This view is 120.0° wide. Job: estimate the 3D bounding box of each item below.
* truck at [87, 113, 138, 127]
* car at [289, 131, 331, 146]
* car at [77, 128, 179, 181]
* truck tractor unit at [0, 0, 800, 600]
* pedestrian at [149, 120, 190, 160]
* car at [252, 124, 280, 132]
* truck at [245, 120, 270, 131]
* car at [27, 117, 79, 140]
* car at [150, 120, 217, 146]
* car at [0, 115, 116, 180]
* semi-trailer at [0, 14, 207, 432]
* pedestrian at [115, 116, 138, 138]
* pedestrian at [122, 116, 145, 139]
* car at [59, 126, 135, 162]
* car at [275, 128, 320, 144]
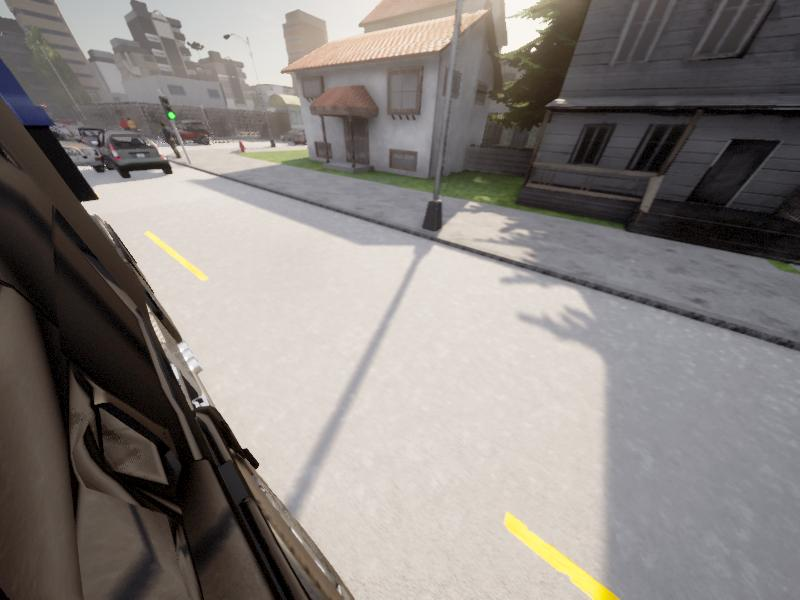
[{"bbox_3d":[-61.098,-38.342,49.332,2.390,2.098,6.274,25,42,27],"label":"truck"},{"bbox_3d":[-10.733,-19.421,27.744,1.994,1.385,4.181,24,42,26],"label":"car"},{"bbox_3d":[-12.349,-6.728,10.527,3.988,1.617,1.851,25,42,27],"label":"car"},{"bbox_3d":[-2.645,-0.295,0.351,6.516,4.208,3.053,28,44,30],"label":"truck tractor unit"},{"bbox_3d":[-13.541,-9.447,13.655,0.751,1.860,0.751,6,37,4],"label":"pedestrian"},{"bbox_3d":[-32.867,-42.303,56.769,2.033,1.415,5.357,25,42,27],"label":"car"},{"bbox_3d":[-35.949,-44.127,58.496,2.069,2.038,4.478,25,42,27],"label":"truck"},{"bbox_3d":[-34.528,-17.082,22.979,4.856,1.649,2.033,25,43,28],"label":"car"},{"bbox_3d":[-20.491,-15.969,22.118,1.905,1.878,3.866,24,42,26],"label":"car"},{"bbox_3d":[-15.270,-6.641,10.003,4.605,1.855,1.932,21,36,20],"label":"car"},{"bbox_3d":[-9.005,-3.373,3.905,14.254,4.402,2.717,25,42,26],"label":"semi-trailer"},{"bbox_3d":[-29.510,-18.658,24.959,0.751,1.860,0.751,24,42,26],"label":"pedestrian"},{"bbox_3d":[-28.433,-18.360,24.628,0.751,1.860,0.751,26,43,28],"label":"pedestrian"},{"bbox_3d":[-18.027,-9.362,13.761,3.633,1.501,1.845,25,42,27],"label":"car"},{"bbox_3d":[-13.297,-21.543,30.298,2.128,1.511,4.902,25,42,27],"label":"car"}]
